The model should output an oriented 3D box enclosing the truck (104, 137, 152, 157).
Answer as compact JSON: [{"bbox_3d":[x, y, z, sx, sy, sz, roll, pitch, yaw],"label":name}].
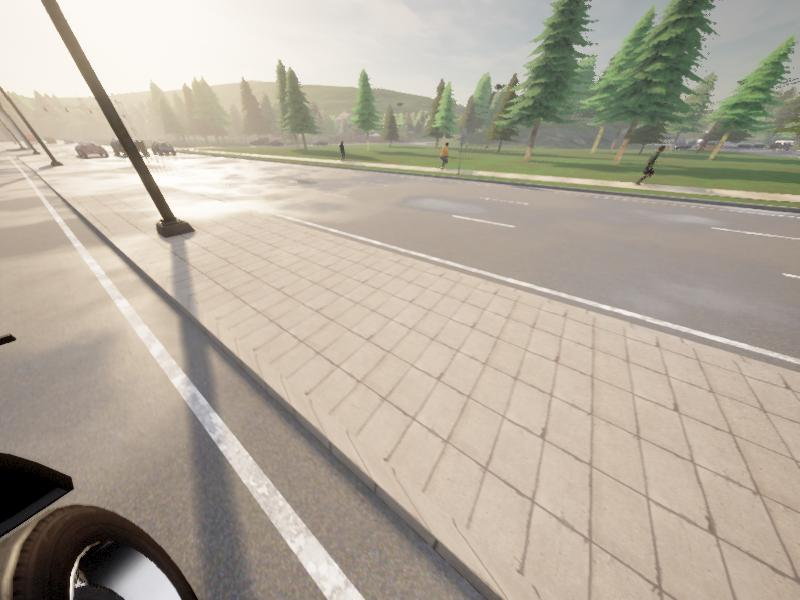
[{"bbox_3d":[-36.545,-20.596,31.027,6.274,2.098,2.390,22,41,28],"label":"truck"}]

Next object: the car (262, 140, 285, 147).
[{"bbox_3d":[-33.852,-41.922,61.834,1.837,1.490,4.892,22,41,28],"label":"car"}]

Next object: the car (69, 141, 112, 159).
[{"bbox_3d":[-38.864,-18.881,28.988,5.027,1.651,2.152,22,41,28],"label":"car"}]

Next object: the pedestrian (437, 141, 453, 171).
[{"bbox_3d":[3.386,-10.911,17.505,0.751,1.860,0.751,23,41,29],"label":"pedestrian"}]

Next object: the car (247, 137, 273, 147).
[{"bbox_3d":[-39.390,-44.633,65.171,2.150,2.045,5.566,22,41,28],"label":"car"}]

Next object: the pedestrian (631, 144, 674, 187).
[{"bbox_3d":[12.950,-6.928,11.929,0.751,1.860,0.751,24,41,29],"label":"pedestrian"}]

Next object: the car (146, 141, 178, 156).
[{"bbox_3d":[-34.496,-22.022,33.494,3.988,1.617,1.851,22,41,28],"label":"car"}]

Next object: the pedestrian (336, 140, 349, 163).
[{"bbox_3d":[-5.662,-14.687,22.790,0.751,1.860,0.751,23,41,28],"label":"pedestrian"}]

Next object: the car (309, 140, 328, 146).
[{"bbox_3d":[-23.945,-46.422,68.353,2.128,1.511,4.902,22,41,28],"label":"car"}]
